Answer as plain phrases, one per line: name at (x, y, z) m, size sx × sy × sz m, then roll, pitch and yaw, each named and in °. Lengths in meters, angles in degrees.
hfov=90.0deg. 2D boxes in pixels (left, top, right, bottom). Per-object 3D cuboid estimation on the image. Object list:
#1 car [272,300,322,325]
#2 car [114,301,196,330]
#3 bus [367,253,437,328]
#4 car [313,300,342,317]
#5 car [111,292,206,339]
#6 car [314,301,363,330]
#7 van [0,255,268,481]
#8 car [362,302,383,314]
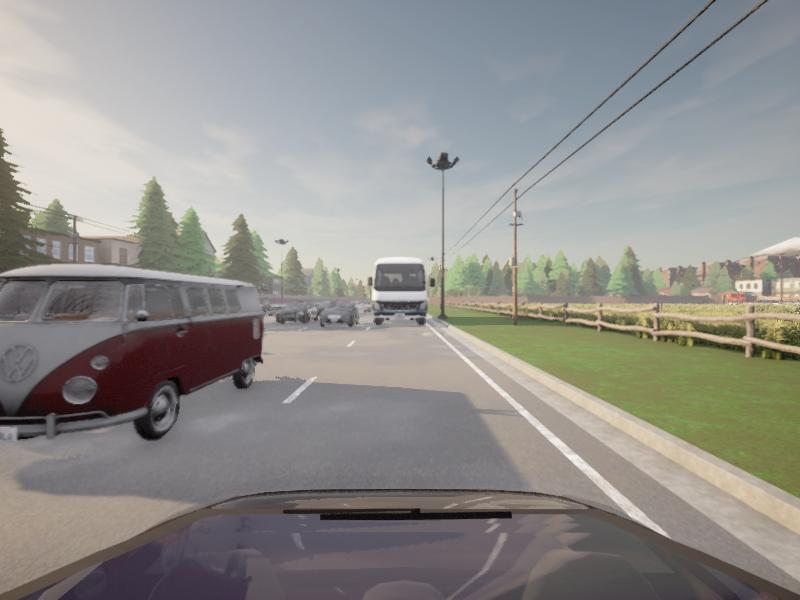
car at (-7.071, 0.798, 28.140) m, size 2.038 × 1.542 × 4.974 m, roll 0°, pitch 0°, yaw 2°
car at (-14.007, 0.806, 23.268) m, size 2.007 × 1.525 × 4.514 m, roll 0°, pitch 0°, yaw 0°
bus at (0.112, -0.561, 27.787) m, size 3.944 × 4.253 × 10.273 m, roll 0°, pitch 0°, yaw 0°
car at (-7.013, 0.785, 39.161) m, size 1.882 × 1.535 × 5.008 m, roll 0°, pitch 0°, yaw 0°
car at (-10.507, 0.630, 17.788) m, size 1.905 × 1.878 × 3.866 m, roll 0°, pitch 0°, yaw 0°
car at (-3.508, 0.812, 23.778) m, size 2.128 × 1.511 × 4.902 m, roll 0°, pitch 0°, yaw 0°
van at (-3.503, 0.592, 5.723) m, size 1.775 × 1.987 × 4.442 m, roll 0°, pitch 0°, yaw 0°
car at (-3.210, 0.898, 47.679) m, size 1.895 × 1.301 × 4.718 m, roll 0°, pitch 0°, yaw 5°
